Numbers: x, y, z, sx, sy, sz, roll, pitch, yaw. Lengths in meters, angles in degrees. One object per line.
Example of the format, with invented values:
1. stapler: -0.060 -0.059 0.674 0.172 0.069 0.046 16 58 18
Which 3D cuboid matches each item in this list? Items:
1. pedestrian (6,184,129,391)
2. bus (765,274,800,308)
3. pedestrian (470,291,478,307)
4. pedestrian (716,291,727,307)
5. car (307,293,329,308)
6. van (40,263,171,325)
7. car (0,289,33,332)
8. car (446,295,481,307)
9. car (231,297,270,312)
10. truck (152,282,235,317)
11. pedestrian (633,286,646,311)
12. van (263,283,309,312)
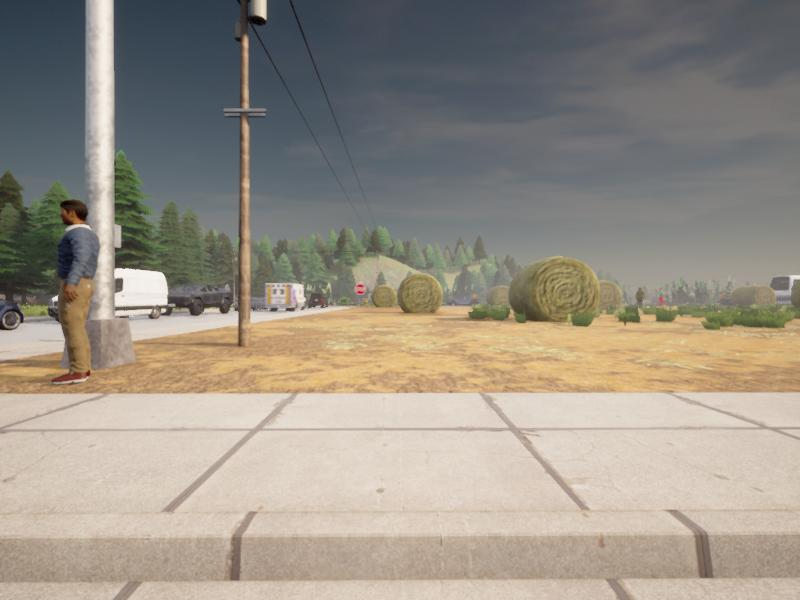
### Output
1. pedestrian: -3.299 -0.111 4.061 0.751 1.860 0.751 0 0 -20
2. bus: 55.540 -1.149 53.092 10.273 4.253 3.944 0 0 3
3. pedestrian: 8.916 -0.117 48.039 0.751 1.860 0.751 0 0 26
4. pedestrian: 39.079 -0.125 48.576 0.751 1.860 0.751 0 0 1
5. car: -10.142 0.073 49.860 1.905 1.878 3.866 0 0 0
6. van: -13.916 -0.250 19.537 1.988 2.561 5.915 0 0 1
7. car: -13.984 0.335 12.053 1.994 1.385 4.181 0 0 1
8. car: 9.335 0.169 59.164 4.856 1.649 2.033 0 0 3
9. car: -13.772 0.371 37.196 1.895 1.301 4.718 0 0 0
10. truck: -13.821 -0.030 27.416 2.390 2.098 6.274 0 0 1
11. pedestrian: 18.377 -0.121 30.669 0.751 1.860 0.751 0 0 42
12. van: -10.247 -0.195 36.696 2.351 2.431 6.366 0 0 1
